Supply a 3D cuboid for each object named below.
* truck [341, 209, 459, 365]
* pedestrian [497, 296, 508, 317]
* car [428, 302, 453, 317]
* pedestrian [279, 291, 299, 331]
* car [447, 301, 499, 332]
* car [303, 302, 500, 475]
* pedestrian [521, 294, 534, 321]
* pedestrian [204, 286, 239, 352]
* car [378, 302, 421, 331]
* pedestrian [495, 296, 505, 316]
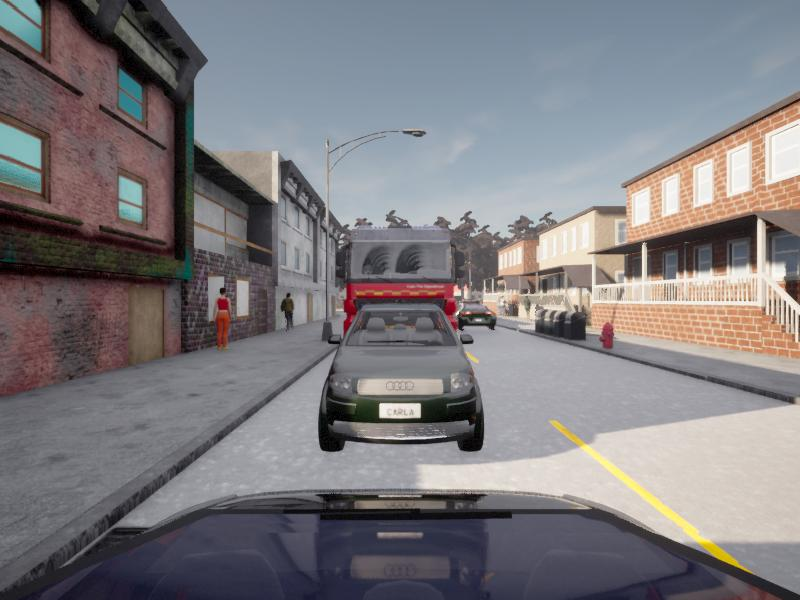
[{"bbox_3d":[-0.010,-0.321,14.022,2.891,3.827,8.468,0,0,0],"label":"truck"},{"bbox_3d":[9.185,0.533,35.818,0.751,1.860,0.751,0,0,-1],"label":"pedestrian"},{"bbox_3d":[3.945,0.895,39.942,2.033,1.411,5.357,0,0,0],"label":"car"},{"bbox_3d":[-5.278,0.533,19.026,0.751,1.860,0.751,0,0,-3],"label":"pedestrian"},{"bbox_3d":[3.980,0.827,22.651,2.038,1.542,4.974,0,0,0],"label":"car"},{"bbox_3d":[0.007,0.815,5.489,1.789,1.549,3.705,0,0,0],"label":"car"},{"bbox_3d":[9.119,0.533,28.637,0.751,1.860,0.751,0,0,9],"label":"pedestrian"},{"bbox_3d":[-5.226,0.533,11.763,0.751,1.860,0.751,0,0,-8],"label":"pedestrian"},{"bbox_3d":[-0.021,0.851,22.747,2.163,1.488,4.792,0,0,0],"label":"car"},{"bbox_3d":[9.185,0.533,36.647,0.751,1.860,0.751,0,0,1],"label":"pedestrian"}]
